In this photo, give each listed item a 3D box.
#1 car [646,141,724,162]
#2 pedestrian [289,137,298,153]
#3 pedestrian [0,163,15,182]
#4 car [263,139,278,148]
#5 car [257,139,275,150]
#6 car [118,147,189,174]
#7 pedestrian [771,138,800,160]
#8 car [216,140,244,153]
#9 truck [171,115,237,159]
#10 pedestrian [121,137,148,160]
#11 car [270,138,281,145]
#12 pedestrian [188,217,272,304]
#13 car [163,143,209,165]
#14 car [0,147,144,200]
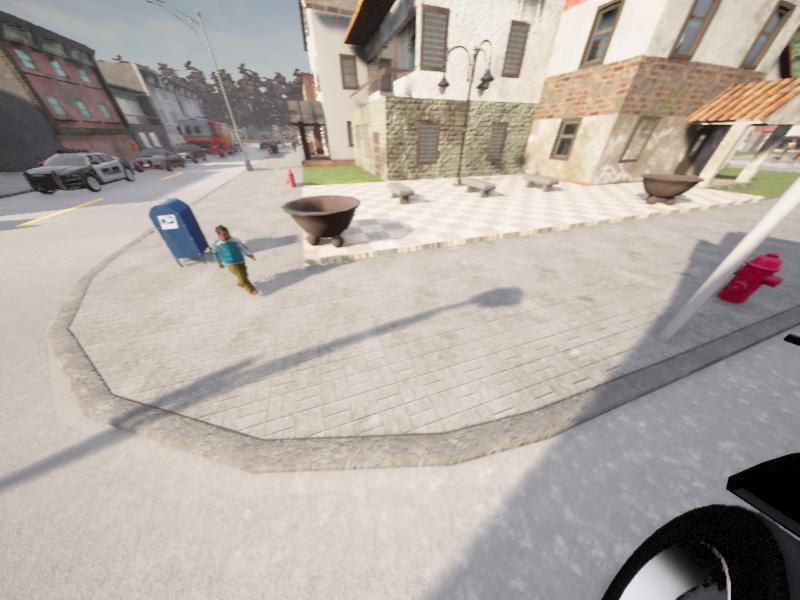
[{"bbox_3d":[30.715,-16.216,25.137,2.242,1.667,4.611,-11,37,-15],"label":"car"},{"bbox_3d":[-14.700,-21.477,31.962,0.751,1.860,0.751,-11,37,-15],"label":"pedestrian"},{"bbox_3d":[-22.159,-7.335,12.206,0.751,1.860,0.751,-9,37,-12],"label":"pedestrian"},{"bbox_3d":[-27.633,-33.562,49.431,1.994,1.385,4.181,-11,37,-16],"label":"car"},{"bbox_3d":[-24.940,-29.118,43.102,2.038,1.542,4.974,-11,37,-16],"label":"car"},{"bbox_3d":[-18.169,-10.557,17.355,1.994,1.385,4.181,-11,37,-15],"label":"car"},{"bbox_3d":[40.187,-15.656,23.999,0.751,1.860,0.751,23,41,28],"label":"pedestrian"},{"bbox_3d":[-25.780,-23.407,35.169,2.163,1.488,4.792,-11,37,-16],"label":"car"},{"bbox_3d":[-22.919,-19.554,27.789,2.891,3.827,8.468,-11,37,-16],"label":"truck"},{"bbox_3d":[-25.908,-14.764,22.561,0.751,1.860,0.751,-10,37,-14],"label":"pedestrian"},{"bbox_3d":[-32.082,-40.882,59.612,2.033,1.411,5.357,-12,37,-17],"label":"car"},{"bbox_3d":[-2.496,-0.586,3.482,0.500,1.100,0.500,19,40,24],"label":"pedestrian"},{"bbox_3d":[-20.118,-13.933,21.902,1.789,1.549,3.705,-11,37,-16],"label":"car"},{"bbox_3d":[-15.758,-6.487,11.449,1.930,1.638,5.238,-12,37,-16],"label":"car"}]
